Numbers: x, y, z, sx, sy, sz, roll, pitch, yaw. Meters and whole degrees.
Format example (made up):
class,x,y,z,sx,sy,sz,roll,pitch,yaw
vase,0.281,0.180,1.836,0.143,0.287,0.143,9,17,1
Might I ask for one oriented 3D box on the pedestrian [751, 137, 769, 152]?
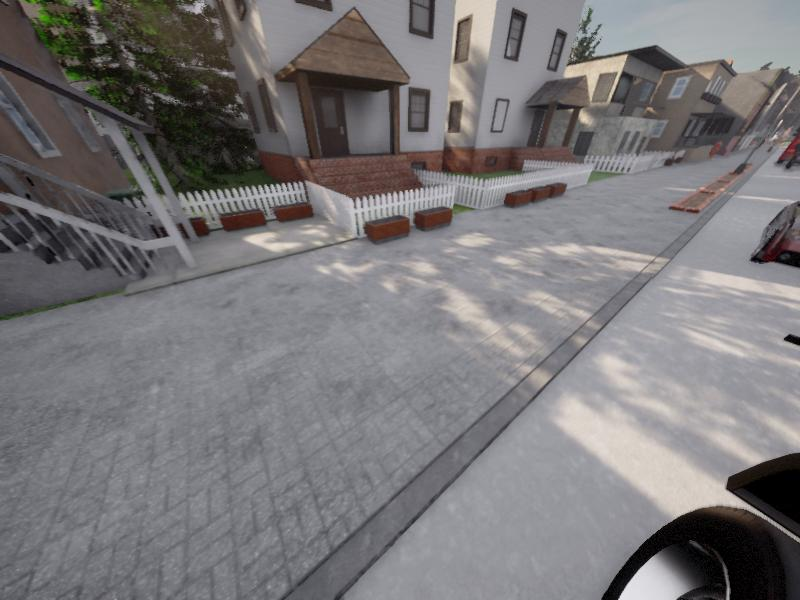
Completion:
class,x,y,z,sx,sy,sz,roll,pitch,yaw
pedestrian,56.902,-24.612,36.518,0.751,1.860,0.751,-20,40,-26

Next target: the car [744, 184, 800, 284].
class,x,y,z,sx,sy,sz,roll,pitch,yaw
car,9.304,-1.416,4.654,4.181,1.385,1.994,-23,41,-28

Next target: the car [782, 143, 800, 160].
class,x,y,z,sx,sy,sz,roll,pitch,yaw
car,46.158,-16.968,26.318,4.792,1.488,2.163,-23,41,-28

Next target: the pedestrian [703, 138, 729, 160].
class,x,y,z,sx,sy,sz,roll,pitch,yaw
pedestrian,32.895,-15.714,24.089,0.751,1.860,0.751,-23,41,-28

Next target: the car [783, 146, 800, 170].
class,x,y,z,sx,sy,sz,roll,pitch,yaw
car,32.566,-11.272,18.285,3.705,1.549,1.789,-23,41,-29

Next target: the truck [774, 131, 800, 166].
class,x,y,z,sx,sy,sz,roll,pitch,yaw
truck,39.258,-15.027,21.588,8.468,3.827,2.891,-23,41,-29
